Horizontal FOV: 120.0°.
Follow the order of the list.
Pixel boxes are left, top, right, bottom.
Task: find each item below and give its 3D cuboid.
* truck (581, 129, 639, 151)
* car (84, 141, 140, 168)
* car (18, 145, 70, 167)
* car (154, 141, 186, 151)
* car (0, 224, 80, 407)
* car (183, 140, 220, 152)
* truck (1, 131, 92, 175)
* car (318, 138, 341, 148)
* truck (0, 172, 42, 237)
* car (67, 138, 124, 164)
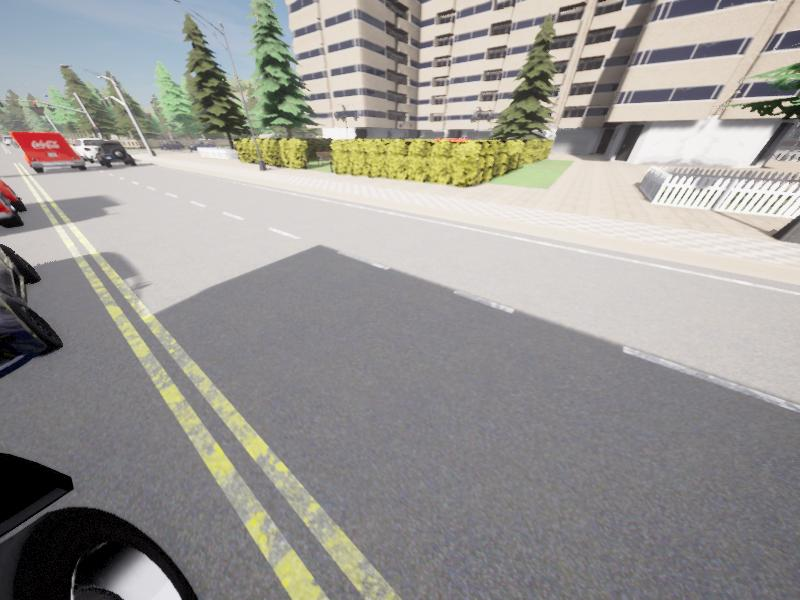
[{"bbox_3d":[45.683,-35.154,50.735,8.468,3.827,2.891,22,41,28],"label":"truck"},{"bbox_3d":[-25.432,-12.925,20.422,3.866,1.878,1.905,22,41,28],"label":"car"},{"bbox_3d":[-32.015,-12.999,20.790,3.633,1.501,1.845,22,41,28],"label":"car"},{"bbox_3d":[-42.973,-28.929,43.280,1.845,1.501,3.633,22,41,28],"label":"car"},{"bbox_3d":[-6.273,-0.088,2.546,4.611,1.667,2.242,22,41,28],"label":"car"},{"bbox_3d":[-37.883,-29.561,44.246,2.242,1.667,4.611,22,41,28],"label":"car"},{"bbox_3d":[-26.682,-11.212,17.478,5.204,2.467,2.627,22,41,28],"label":"truck"},{"bbox_3d":[-18.738,-41.883,61.444,2.150,2.045,5.566,22,41,28],"label":"car"},{"bbox_3d":[-13.282,-3.281,6.324,5.204,2.467,2.627,22,41,28],"label":"truck"},{"bbox_3d":[-31.227,-15.350,23.684,5.566,2.045,2.150,22,41,28],"label":"car"}]
